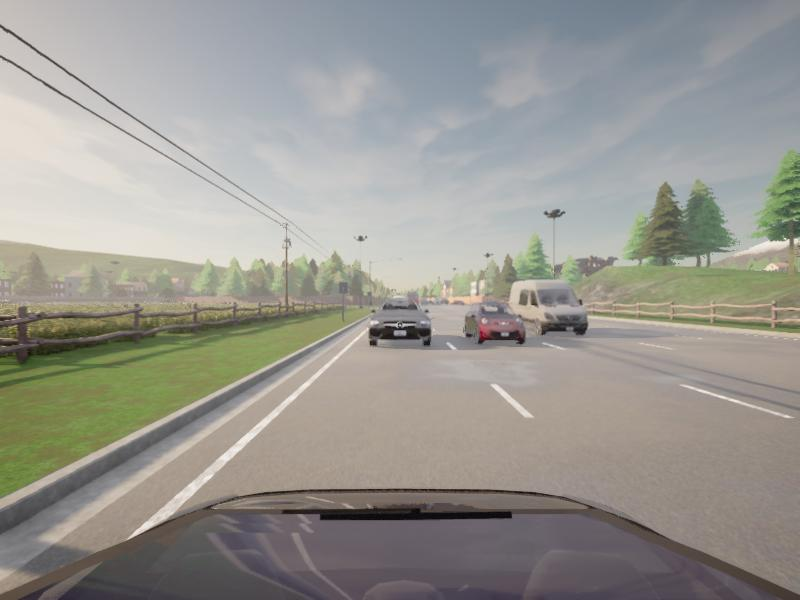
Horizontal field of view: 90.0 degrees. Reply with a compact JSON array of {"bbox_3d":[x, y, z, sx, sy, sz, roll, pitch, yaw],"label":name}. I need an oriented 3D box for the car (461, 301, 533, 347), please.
[{"bbox_3d":[3.499,0.811,15.143,1.845,1.501,3.633,0,0,0],"label":"car"}]

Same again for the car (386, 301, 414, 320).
[{"bbox_3d":[0.001,0.822,33.186,2.163,1.488,4.792,0,0,0],"label":"car"}]

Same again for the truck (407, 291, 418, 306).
[{"bbox_3d":[3.494,-0.421,111.044,2.891,3.827,8.468,0,0,0],"label":"truck"}]

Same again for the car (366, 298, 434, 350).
[{"bbox_3d":[0.000,0.766,15.267,2.152,1.651,5.027,0,0,0],"label":"car"}]

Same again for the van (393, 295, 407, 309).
[{"bbox_3d":[-0.002,0.313,69.920,2.351,2.431,6.366,0,0,0],"label":"van"}]

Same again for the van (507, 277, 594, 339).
[{"bbox_3d":[6.995,0.303,19.414,1.988,2.561,5.915,0,0,0],"label":"van"}]
